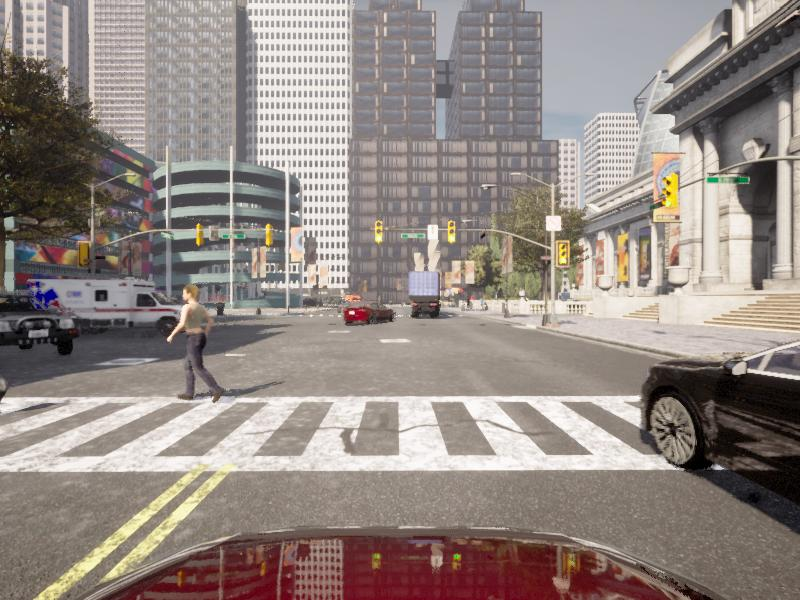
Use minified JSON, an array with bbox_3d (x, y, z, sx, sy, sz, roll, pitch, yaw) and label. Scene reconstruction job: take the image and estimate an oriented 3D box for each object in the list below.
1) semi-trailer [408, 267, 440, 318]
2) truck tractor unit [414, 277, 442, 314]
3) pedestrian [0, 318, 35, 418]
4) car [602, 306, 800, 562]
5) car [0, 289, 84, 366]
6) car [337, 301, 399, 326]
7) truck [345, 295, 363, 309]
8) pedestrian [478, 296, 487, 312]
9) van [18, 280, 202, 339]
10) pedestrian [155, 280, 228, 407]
[{"bbox_3d":[2.764,-0.624,41.842,2.717,4.402,14.254,0,0,6],"label":"semi-trailer"},{"bbox_3d":[3.371,-0.528,49.728,3.053,4.208,6.516,0,0,0],"label":"truck tractor unit"},{"bbox_3d":[-5.689,0.917,5.449,0.751,1.300,0.751,0,0,3],"label":"pedestrian"},{"bbox_3d":[3.492,0.837,2.336,2.128,1.511,4.902,0,0,0],"label":"car"},{"bbox_3d":[-11.250,0.651,11.438,4.605,1.855,1.932,0,0,30],"label":"car"},{"bbox_3d":[-2.047,0.851,27.405,2.163,1.488,4.792,0,0,25],"label":"car"},{"bbox_3d":[-8.626,0.358,74.555,2.627,2.467,5.204,1,0,-16],"label":"truck"},{"bbox_3d":[9.788,0.485,47.517,0.751,1.860,0.751,0,0,-16],"label":"pedestrian"},{"bbox_3d":[-12.687,0.378,18.032,6.366,2.431,2.351,0,0,-8],"label":"van"},{"bbox_3d":[-3.218,0.637,6.240,0.751,1.860,0.751,0,0,2],"label":"pedestrian"}]
